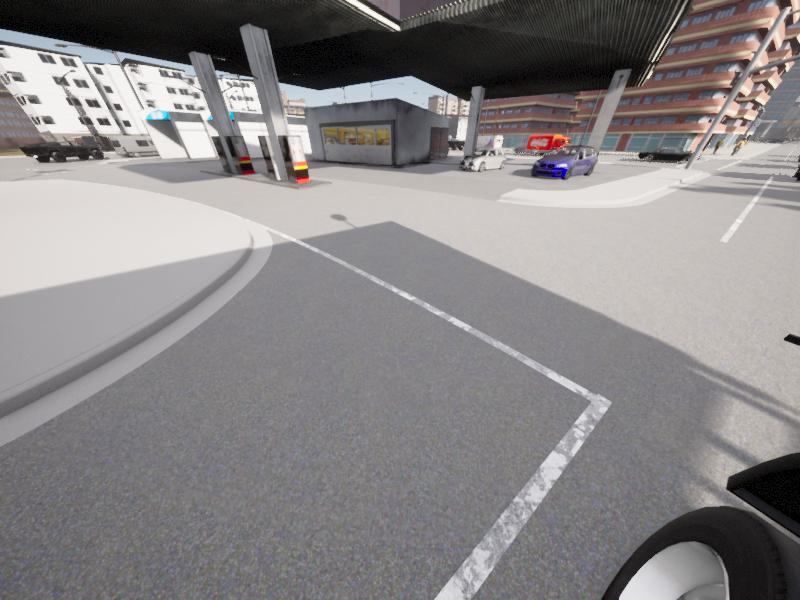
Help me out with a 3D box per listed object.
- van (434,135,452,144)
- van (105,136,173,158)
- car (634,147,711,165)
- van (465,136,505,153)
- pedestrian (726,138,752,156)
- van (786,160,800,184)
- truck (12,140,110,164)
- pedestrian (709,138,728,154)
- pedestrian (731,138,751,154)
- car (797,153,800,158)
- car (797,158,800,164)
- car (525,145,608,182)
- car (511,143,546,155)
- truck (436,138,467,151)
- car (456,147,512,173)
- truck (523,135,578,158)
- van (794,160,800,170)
[{"bbox_3d":[15.304,-57.035,82.149,6.366,2.431,2.351,-23,41,-27],"label":"van"},{"bbox_3d":[-38.073,-22.613,34.078,1.988,2.561,5.915,9,36,13],"label":"van"},{"bbox_3d":[27.643,-14.819,23.640,1.895,1.301,4.718,-23,41,-29],"label":"car"},{"bbox_3d":[15.332,-28.424,42.057,2.351,2.431,6.366,-23,41,-29],"label":"van"},{"bbox_3d":[41.407,-18.699,28.256,0.751,1.860,0.751,5,36,7],"label":"pedestrian"},{"bbox_3d":[24.878,-7.882,13.163,4.480,2.038,2.069,-24,43,-30],"label":"van"},{"bbox_3d":[-39.701,-17.692,27.484,2.390,2.098,6.274,0,35,0],"label":"truck"},{"bbox_3d":[42.897,-20.748,31.131,0.751,1.860,0.751,-27,43,-32],"label":"pedestrian"},{"bbox_3d":[46.850,-21.196,31.764,0.751,1.860,0.751,-28,44,-33],"label":"pedestrian"},{"bbox_3d":[50.895,-18.388,28.032,4.605,1.855,1.932,-24,42,-29],"label":"car"},{"bbox_3d":[41.424,-14.510,22.598,4.605,1.855,1.932,-22,41,-28],"label":"car"},{"bbox_3d":[10.492,-8.745,14.603,4.611,1.667,2.242,-22,41,-28],"label":"car"},{"bbox_3d":[20.362,-24.025,36.695,1.994,1.385,4.181,-23,41,-29],"label":"car"},{"bbox_3d":[10.487,-32.111,47.610,2.390,2.098,6.274,-23,41,-29],"label":"truck"},{"bbox_3d":[6.568,-11.056,18.191,3.806,1.475,1.970,-22,41,-28],"label":"car"},{"bbox_3d":[20.347,-21.059,31.517,2.627,2.467,5.204,-23,41,-29],"label":"truck"},{"bbox_3d":[34.224,-11.638,18.437,4.480,2.038,2.069,-22,40,-28],"label":"van"}]
